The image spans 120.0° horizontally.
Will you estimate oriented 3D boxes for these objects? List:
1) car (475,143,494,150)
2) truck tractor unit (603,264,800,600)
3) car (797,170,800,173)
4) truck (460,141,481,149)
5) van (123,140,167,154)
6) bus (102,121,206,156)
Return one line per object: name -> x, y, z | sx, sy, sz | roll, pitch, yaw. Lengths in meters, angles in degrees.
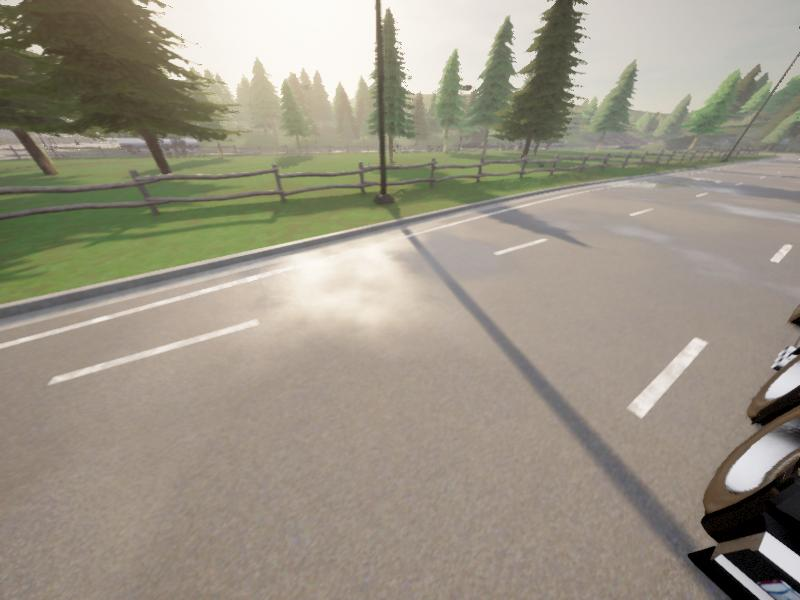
car -> 25.190, -45.963, 68.933 | 5.238, 1.638, 1.930 | -18, 39, -24
truck tractor unit -> 5.108, -0.301, 0.795 | 6.516, 4.208, 3.053 | -18, 38, -24
car -> 38.388, -12.353, 20.740 | 3.988, 1.617, 1.851 | -18, 39, -24
truck -> 22.577, -49.915, 74.187 | 6.274, 2.098, 2.390 | -18, 39, -24
van -> -43.544, -26.228, 39.587 | 4.442, 1.987, 1.775 | -18, 39, -24
bus -> -39.054, -26.223, 37.637 | 10.273, 4.253, 3.944 | -18, 39, -24
